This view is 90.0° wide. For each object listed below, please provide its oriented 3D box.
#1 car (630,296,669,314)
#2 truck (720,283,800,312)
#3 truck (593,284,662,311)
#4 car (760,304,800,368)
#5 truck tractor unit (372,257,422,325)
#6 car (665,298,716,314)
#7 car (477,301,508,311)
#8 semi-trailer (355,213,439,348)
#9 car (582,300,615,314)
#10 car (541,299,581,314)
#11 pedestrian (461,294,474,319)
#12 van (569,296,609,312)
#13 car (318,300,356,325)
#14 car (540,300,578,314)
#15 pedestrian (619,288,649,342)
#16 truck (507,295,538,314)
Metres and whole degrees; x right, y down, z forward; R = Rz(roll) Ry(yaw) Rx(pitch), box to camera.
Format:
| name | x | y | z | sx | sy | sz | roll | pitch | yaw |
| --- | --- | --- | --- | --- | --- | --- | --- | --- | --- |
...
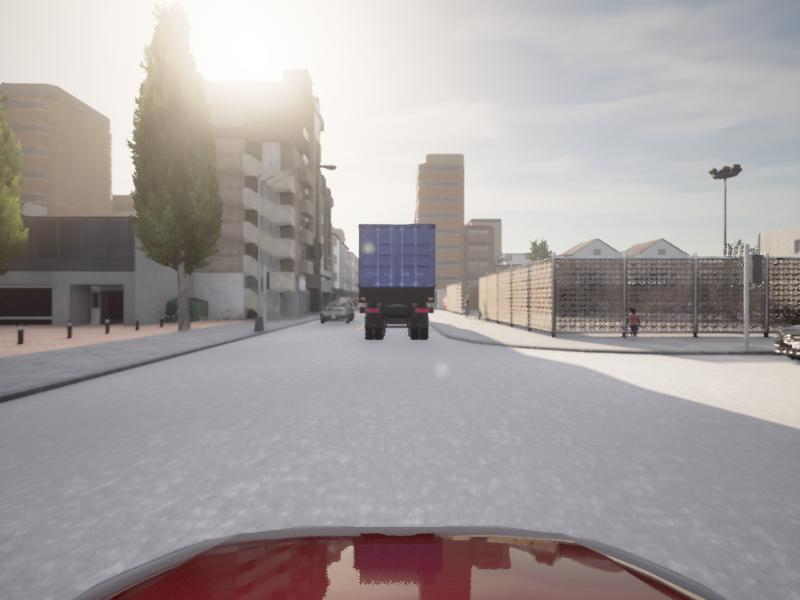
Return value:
| name | x | y | z | sx | sy | sz | roll | pitch | yaw |
| --- | --- | --- | --- | --- | --- | --- | --- | --- | --- |
| car | 27.344 | 0.540 | 43.950 | 1.905 | 1.878 | 3.866 | 0 | 0 | 0 |
| truck | 49.209 | -0.371 | 54.497 | 8.468 | 3.827 | 2.891 | 0 | 0 | 8 |
| truck | 33.370 | -0.384 | 58.947 | 8.468 | 3.827 | 2.891 | 0 | 0 | 0 |
| car | 11.826 | 0.836 | 9.516 | 4.892 | 1.490 | 1.837 | 0 | 0 | -1 |
| truck tractor unit | -0.213 | -0.562 | 28.114 | 3.053 | 4.208 | 6.516 | 0 | 0 | 0 |
| car | 31.636 | 0.647 | 43.724 | 2.242 | 1.667 | 4.611 | 0 | 0 | 0 |
| car | 13.577 | 0.835 | 58.818 | 4.181 | 1.385 | 1.994 | 0 | 0 | 0 |
| semi-trailer | -0.149 | -0.646 | 20.198 | 2.717 | 4.402 | 14.254 | 0 | 0 | 0 |
| car | 22.220 | 0.706 | 44.845 | 1.845 | 1.501 | 3.633 | 0 | 0 | 0 |
| car | 17.772 | 0.695 | 44.245 | 3.705 | 1.547 | 1.789 | 0 | 0 | 0 |
| pedestrian | 5.161 | 0.495 | 30.584 | 0.751 | 1.860 | 0.751 | 0 | 0 | -17 |
| van | 25.891 | 0.513 | 54.891 | 4.480 | 2.038 | 2.069 | 0 | 0 | 0 |
| car | -4.228 | 0.790 | 27.533 | 2.007 | 1.525 | 4.514 | 0 | 0 | -1 |
| car | 17.544 | 0.766 | 44.404 | 2.033 | 1.415 | 5.357 | 0 | 0 | 0 |
| pedestrian | 8.350 | 0.509 | 14.273 | 0.751 | 1.860 | 0.751 | 0 | 0 | 43 |
| truck | 13.583 | 0.453 | 44.543 | 2.069 | 2.038 | 4.478 | 0 | 0 | 0 |
